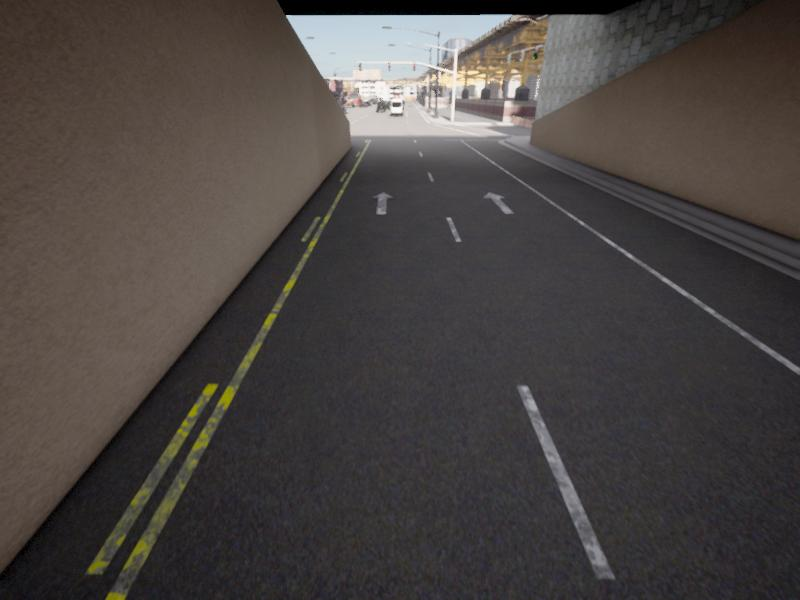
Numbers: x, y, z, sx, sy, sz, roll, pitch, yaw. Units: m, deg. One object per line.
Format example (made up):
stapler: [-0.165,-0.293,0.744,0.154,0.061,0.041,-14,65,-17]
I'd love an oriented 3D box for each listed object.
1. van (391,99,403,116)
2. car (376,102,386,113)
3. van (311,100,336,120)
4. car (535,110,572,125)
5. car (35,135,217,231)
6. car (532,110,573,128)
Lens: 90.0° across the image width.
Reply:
van: [-0.525,-33.281,69.027,1.988,2.561,5.915,0,27,1]
car: [-3.831,-39.431,81.771,1.905,1.878,3.866,0,27,1]
van: [-11.209,-28.065,58.927,2.351,2.431,6.366,0,27,1]
car: [16.769,-19.960,43.677,1.853,1.218,4.536,24,36,38]
car: [-7.412,-3.595,11.639,1.932,1.855,4.605,0,27,0]
car: [16.733,-19.803,43.715,2.038,1.542,4.974,24,36,38]
